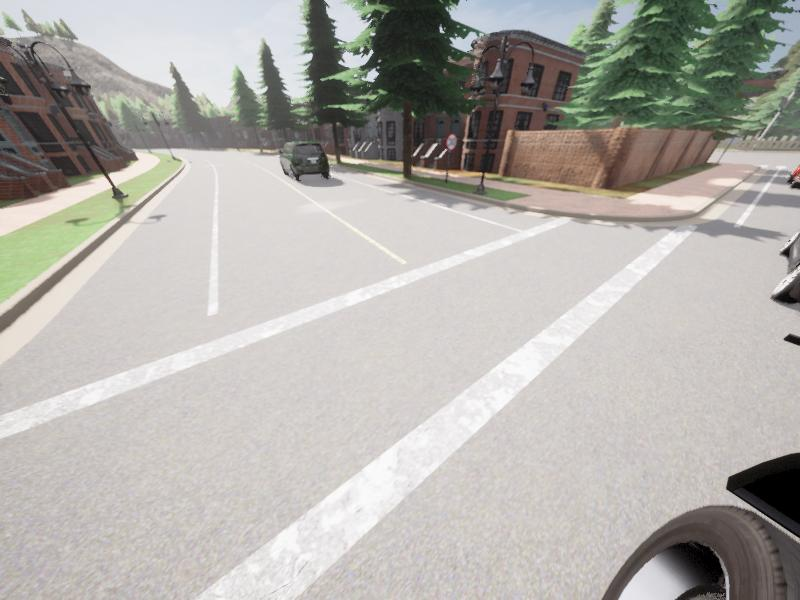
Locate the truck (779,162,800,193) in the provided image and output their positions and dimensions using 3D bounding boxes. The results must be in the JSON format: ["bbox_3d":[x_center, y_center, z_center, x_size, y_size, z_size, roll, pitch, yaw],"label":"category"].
[{"bbox_3d":[21.697,-6.673,11.095,5.204,2.467,2.627,-22,40,-28],"label":"truck"}]

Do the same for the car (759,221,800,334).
[{"bbox_3d":[8.042,-0.785,3.547,5.238,1.638,1.930,-22,41,-28],"label":"car"}]

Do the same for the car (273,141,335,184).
[{"bbox_3d":[-6.545,-9.368,15.483,2.150,2.045,5.566,-21,40,-26],"label":"car"}]

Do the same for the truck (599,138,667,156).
[{"bbox_3d":[33.693,-22.420,33.730,2.390,2.098,6.274,-22,40,-28],"label":"truck"}]
